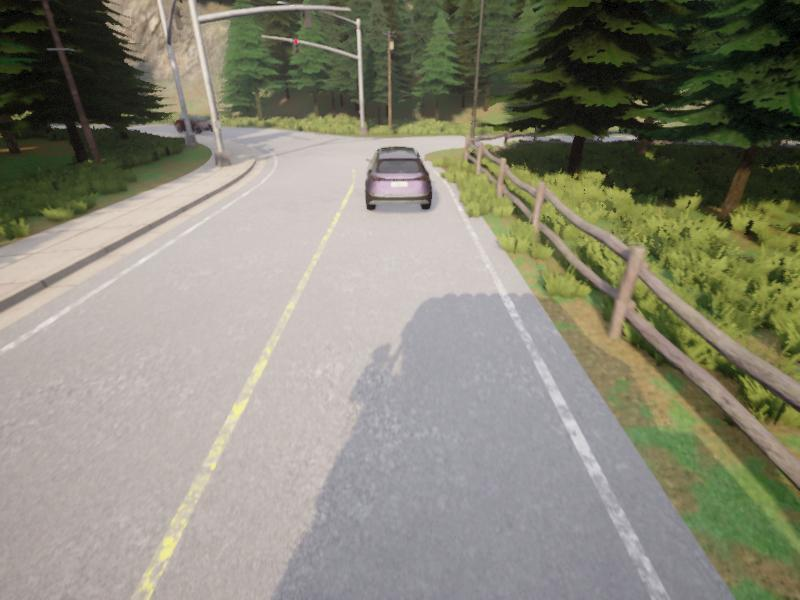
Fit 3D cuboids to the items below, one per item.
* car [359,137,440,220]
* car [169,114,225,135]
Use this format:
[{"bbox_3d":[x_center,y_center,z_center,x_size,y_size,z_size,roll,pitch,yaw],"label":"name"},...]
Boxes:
[{"bbox_3d":[-0.097,-4.030,12.623,2.033,1.649,4.856,-1,27,-2],"label":"car"},{"bbox_3d":[-17.636,-15.294,34.762,4.181,1.385,1.994,14,31,26],"label":"car"}]
